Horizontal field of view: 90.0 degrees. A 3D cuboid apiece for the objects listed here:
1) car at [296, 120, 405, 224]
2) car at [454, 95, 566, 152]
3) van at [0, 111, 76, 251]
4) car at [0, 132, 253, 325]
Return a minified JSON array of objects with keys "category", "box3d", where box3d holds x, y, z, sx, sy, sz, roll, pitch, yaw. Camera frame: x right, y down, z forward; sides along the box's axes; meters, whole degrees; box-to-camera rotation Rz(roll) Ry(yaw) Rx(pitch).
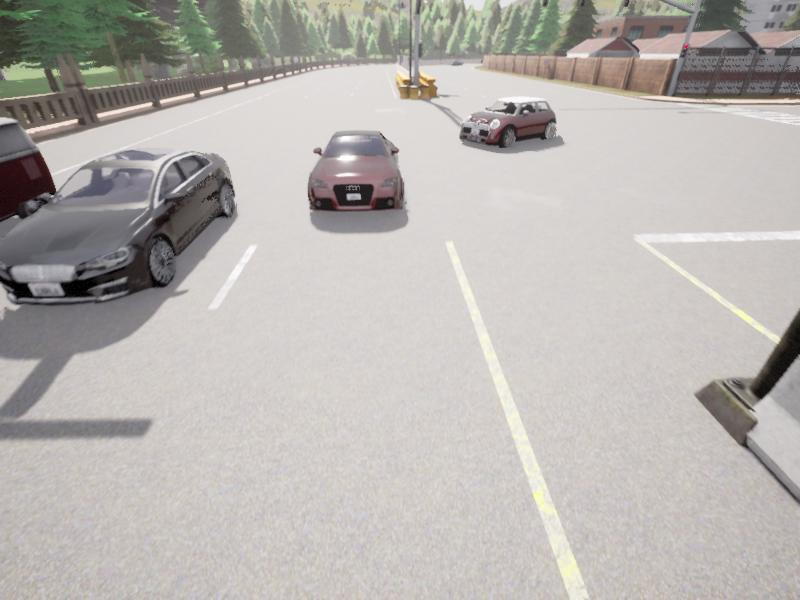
[{"category":"car","box3d":[-0.999,-3.236,9.514,1.994,1.385,4.181,-1,32,-2]},{"category":"car","box3d":[4.176,-6.800,15.182,3.806,1.475,1.970,-22,38,-31]},{"category":"van","box3d":[-7.847,-1.597,6.268,1.775,1.987,4.442,-1,32,-2]},{"category":"car","box3d":[-4.363,-1.624,6.765,2.128,1.511,4.902,-1,32,-2]}]
